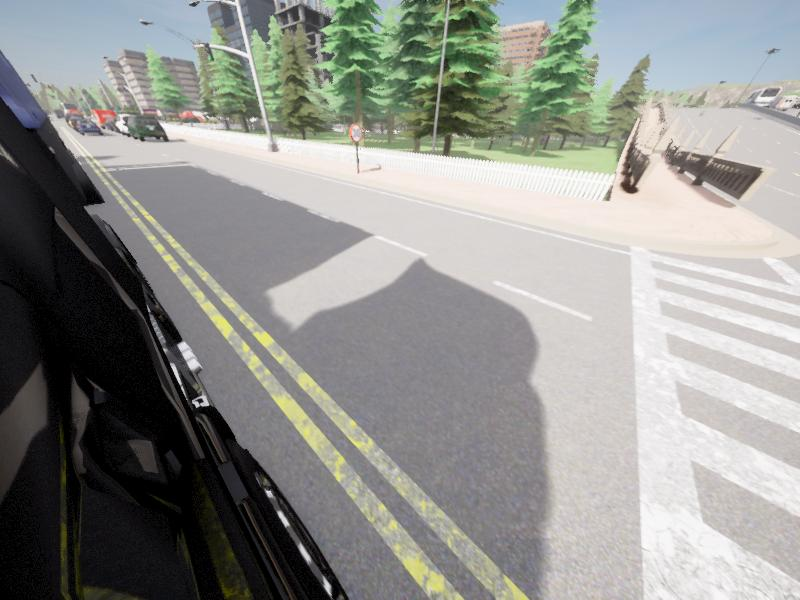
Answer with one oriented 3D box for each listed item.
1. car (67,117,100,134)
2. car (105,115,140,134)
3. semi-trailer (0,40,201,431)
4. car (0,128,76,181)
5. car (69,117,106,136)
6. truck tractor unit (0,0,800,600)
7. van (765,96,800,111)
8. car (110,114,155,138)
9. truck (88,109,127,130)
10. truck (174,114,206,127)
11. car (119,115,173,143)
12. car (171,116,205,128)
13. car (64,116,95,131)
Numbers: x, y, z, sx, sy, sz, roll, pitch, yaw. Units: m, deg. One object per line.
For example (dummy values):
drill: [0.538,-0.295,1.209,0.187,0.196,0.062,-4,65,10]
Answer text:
car: [-40.092,-22.088,29.228,4.193,1.474,1.816,28,44,30]
car: [-36.747,-23.201,30.595,4.605,1.855,1.932,28,44,30]
semi-trailer: [-8.678,-3.627,4.235,14.254,4.402,2.717,28,44,30]
car: [-15.742,-6.194,9.641,3.806,1.475,1.970,28,44,30]
car: [-35.266,-19.521,26.058,3.705,1.549,1.789,28,44,30]
truck tractor unit: [-2.645,-0.295,0.351,6.516,4.208,3.053,28,44,30]
van: [86.190,-44.372,52.113,2.351,2.431,6.366,27,49,29]
car: [-31.209,-20.285,26.933,5.566,2.045,2.150,28,44,30]
truck: [-46.588,-28.747,36.847,5.204,2.467,2.627,28,44,30]
truck: [-55.483,-47.471,61.228,2.627,2.467,5.204,27,43,29]
car: [-25.630,-17.284,23.298,5.566,2.045,2.150,28,44,30]
car: [-53.743,-45.201,58.662,2.150,2.045,5.566,27,43,29]
car: [-45.420,-25.003,32.675,5.366,1.575,1.801,28,44,30]
